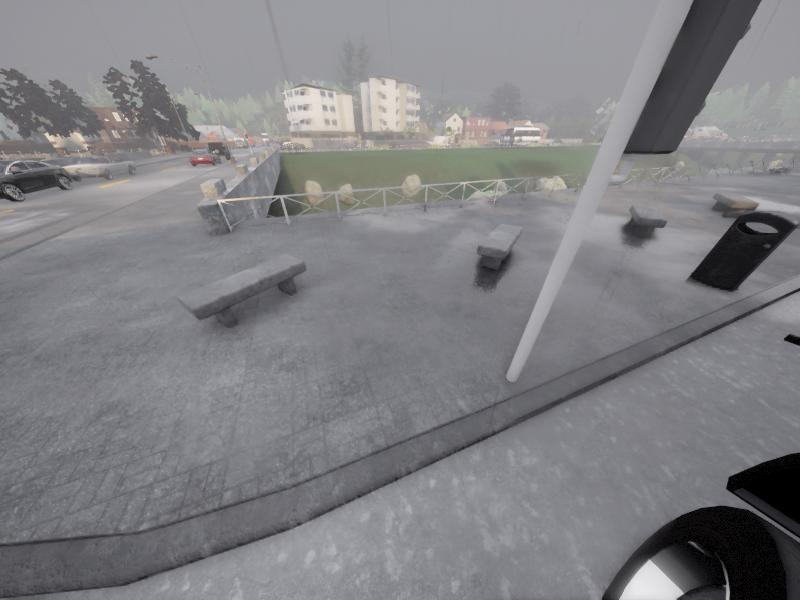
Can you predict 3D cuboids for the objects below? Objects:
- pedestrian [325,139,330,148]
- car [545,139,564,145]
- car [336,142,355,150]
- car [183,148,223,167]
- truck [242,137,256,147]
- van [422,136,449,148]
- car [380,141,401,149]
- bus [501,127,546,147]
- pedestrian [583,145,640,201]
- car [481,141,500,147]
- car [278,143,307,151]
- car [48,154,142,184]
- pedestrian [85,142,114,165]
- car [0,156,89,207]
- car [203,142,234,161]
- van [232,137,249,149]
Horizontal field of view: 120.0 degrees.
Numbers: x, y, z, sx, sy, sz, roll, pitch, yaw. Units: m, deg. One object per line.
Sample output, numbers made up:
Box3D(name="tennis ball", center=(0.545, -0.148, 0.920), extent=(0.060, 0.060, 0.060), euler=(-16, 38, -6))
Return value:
Box3D(name="pedestrian", center=(-17.867, -38.521, 56.712), extent=(0.751, 1.860, 0.751), euler=(-13, 37, -17))
Box3D(name="car", center=(48.609, -49.600, 72.551), extent=(4.856, 1.649, 2.033), euler=(-13, 37, -17))
Box3D(name="car", center=(-12.594, -35.648, 53.350), extent=(3.806, 1.475, 1.970), euler=(-13, 37, -17))
Box3D(name="car", center=(-20.063, -14.704, 23.762), extent=(1.994, 1.385, 4.181), euler=(-14, 37, -19))
Box3D(name="truck", center=(-48.440, -50.722, 74.165), extent=(2.627, 2.467, 5.204), euler=(-13, 37, -17))
Box3D(name="van", center=(9.266, -40.997, 59.954), extent=(6.366, 2.431, 2.351), euler=(-13, 37, -17))
Box3D(name="car", center=(-2.353, -37.977, 56.566), extent=(4.892, 1.490, 1.837), euler=(-13, 37, -17))
Box3D(name="bus", center=(33.935, -44.945, 63.784), extent=(10.273, 4.253, 3.944), euler=(-13, 37, -17))
Box3D(name="pedestrian", center=(8.398, -5.092, 9.271), extent=(0.751, 1.860, 0.751), euler=(-12, 37, -17))
Box3D(name="car", center=(25.657, -44.250, 65.433), extent=(4.718, 1.301, 1.895), euler=(-13, 37, -17))
Box3D(name="car", center=(-23.257, -33.196, 50.022), extent=(5.357, 1.411, 2.033), euler=(-13, 37, -17))
Box3D(name="car", center=(-20.694, -9.216, 16.037), extent=(1.895, 1.301, 4.718), euler=(-13, 37, -17))
Box3D(name="pedestrian", center=(-29.626, -14.425, 22.788), extent=(0.751, 1.860, 0.751), euler=(-13, 37, -18))
Box3D(name="car", center=(-18.091, -5.606, 10.703), extent=(2.128, 1.511, 4.902), euler=(-12, 37, -16))
Box3D(name="car", center=(-22.667, -18.739, 29.057), extent=(1.905, 1.878, 3.866), euler=(-13, 37, -17))
Box3D(name="van", center=(-42.553, -41.997, 61.769), extent=(2.351, 2.431, 6.366), euler=(-13, 37, -17))
